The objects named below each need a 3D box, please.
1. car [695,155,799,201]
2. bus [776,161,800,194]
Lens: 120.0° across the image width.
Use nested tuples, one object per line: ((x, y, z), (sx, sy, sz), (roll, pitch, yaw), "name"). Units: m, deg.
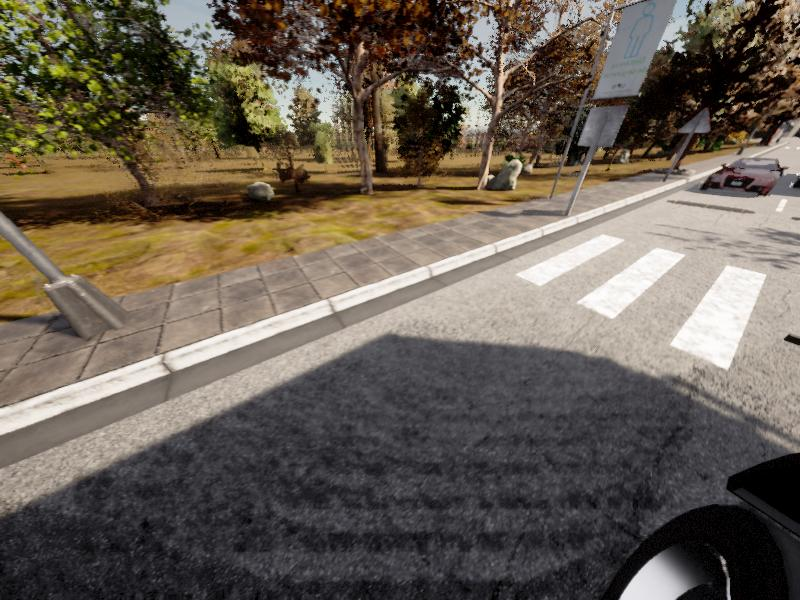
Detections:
((16.313, -5.875, 10.875), (4.181, 1.385, 1.994), (-22, 40, -27), "car")
((23.580, -7.758, 10.969), (10.273, 4.253, 3.944), (-22, 40, -27), "bus")
